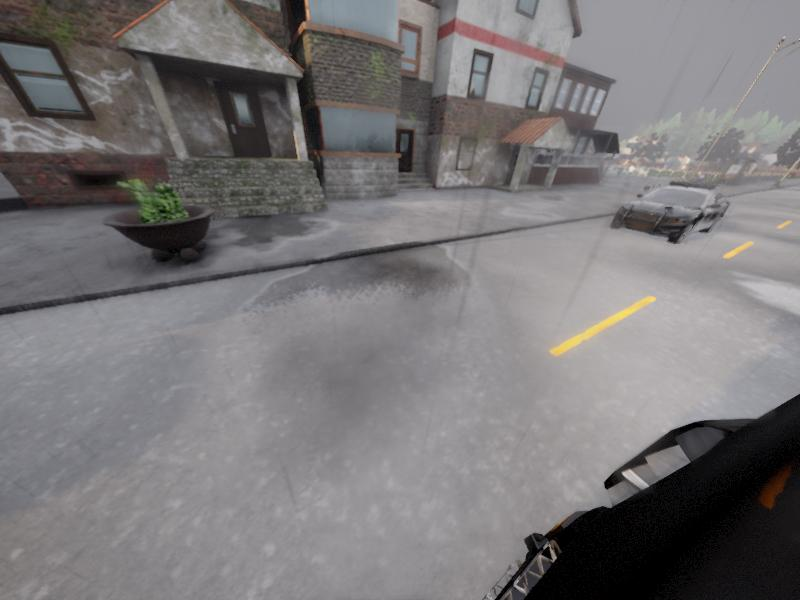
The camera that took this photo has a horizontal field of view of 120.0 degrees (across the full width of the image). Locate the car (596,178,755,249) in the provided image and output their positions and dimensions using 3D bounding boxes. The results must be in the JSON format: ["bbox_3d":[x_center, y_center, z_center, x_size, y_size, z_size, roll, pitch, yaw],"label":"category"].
[{"bbox_3d":[9.792,-3.277,8.232,5.238,1.638,1.930,-15,37,-25],"label":"car"}]
